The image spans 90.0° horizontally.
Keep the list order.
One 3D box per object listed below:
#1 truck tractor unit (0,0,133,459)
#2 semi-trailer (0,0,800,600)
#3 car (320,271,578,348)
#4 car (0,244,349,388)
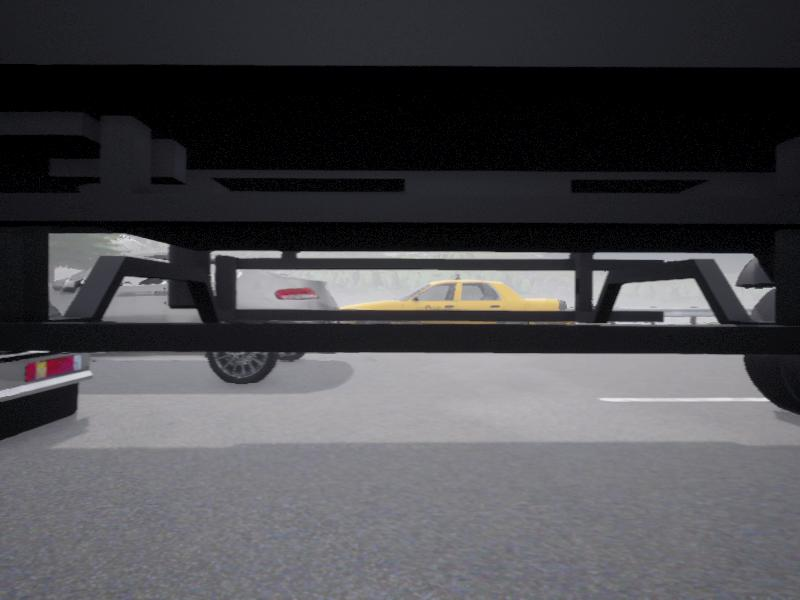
[{"bbox_3d":[-5.753,-1.109,2.199,6.516,4.208,3.053,0,0,0],"label":"truck tractor unit"},{"bbox_3d":[2.165,-1.224,2.205,14.254,4.402,2.717,0,0,0],"label":"semi-trailer"},{"bbox_3d":[1.018,0.199,9.201,5.366,1.575,1.801,0,0,0],"label":"car"},{"bbox_3d":[-3.386,0.186,5.701,5.027,1.651,2.152,0,0,0],"label":"car"}]
